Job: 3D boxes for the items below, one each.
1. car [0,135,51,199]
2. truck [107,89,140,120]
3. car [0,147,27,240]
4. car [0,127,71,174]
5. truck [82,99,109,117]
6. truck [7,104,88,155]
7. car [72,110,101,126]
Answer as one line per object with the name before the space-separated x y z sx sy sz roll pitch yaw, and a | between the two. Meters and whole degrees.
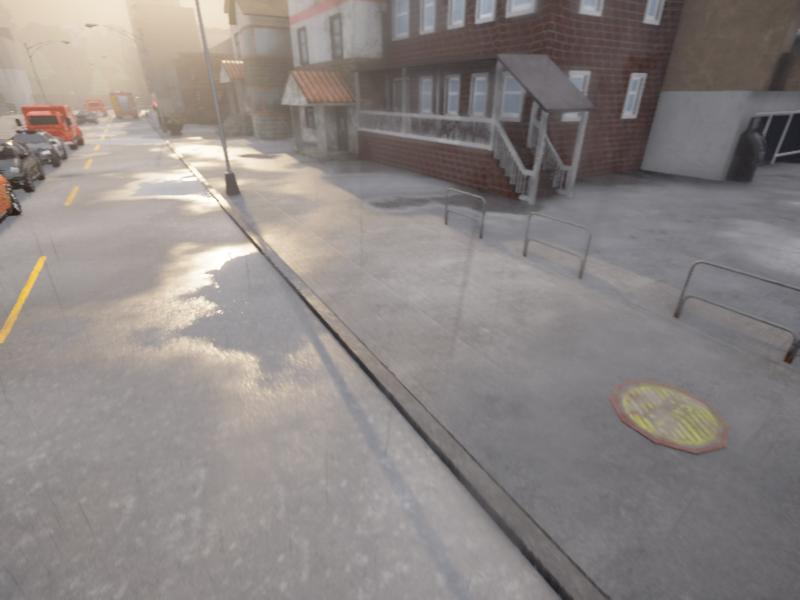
car | -14.272 -4.825 14.331 1.851 1.617 3.988 -16 31 -28
truck | -40.718 -28.961 59.025 2.891 3.827 8.468 -16 31 -28
car | -10.829 -2.354 9.298 2.097 1.767 4.553 -16 31 -28
car | -17.799 -7.413 19.470 2.038 1.542 4.974 -16 31 -28
truck | -48.570 -30.693 63.916 2.627 2.467 5.204 -16 31 -28
truck | -21.829 -10.828 25.104 2.627 2.467 5.204 -16 31 -28
car | -36.532 -21.269 46.690 2.033 1.411 5.357 -16 31 -28
